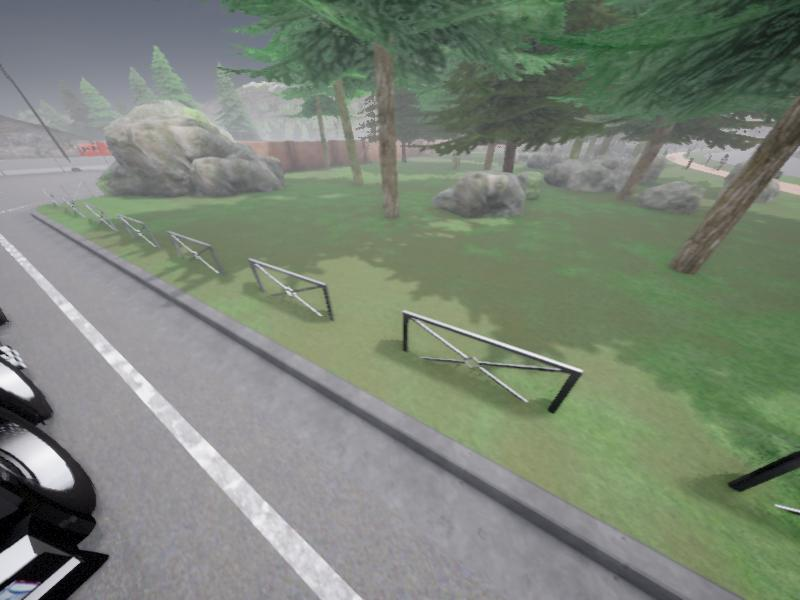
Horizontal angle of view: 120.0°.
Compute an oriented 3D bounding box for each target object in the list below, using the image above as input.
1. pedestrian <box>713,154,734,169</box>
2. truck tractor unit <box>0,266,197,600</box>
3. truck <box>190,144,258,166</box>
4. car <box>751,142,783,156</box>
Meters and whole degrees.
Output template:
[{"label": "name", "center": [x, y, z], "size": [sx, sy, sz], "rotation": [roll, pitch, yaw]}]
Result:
[{"label": "pedestrian", "center": [27.733, -11.888, 19.832], "size": [0.500, 1.100, 0.500], "rotation": [19, 39, 25]}, {"label": "truck tractor unit", "center": [-5.118, -0.293, 0.776], "size": [6.516, 4.208, 3.053], "rotation": [18, 39, 24]}, {"label": "truck", "center": [-22.492, -18.918, 29.915], "size": [2.390, 2.098, 6.274], "rotation": [17, 39, 24]}, {"label": "car", "center": [59.795, -24.712, 37.634], "size": [4.553, 1.767, 2.097], "rotation": [-22, 40, -28]}]
